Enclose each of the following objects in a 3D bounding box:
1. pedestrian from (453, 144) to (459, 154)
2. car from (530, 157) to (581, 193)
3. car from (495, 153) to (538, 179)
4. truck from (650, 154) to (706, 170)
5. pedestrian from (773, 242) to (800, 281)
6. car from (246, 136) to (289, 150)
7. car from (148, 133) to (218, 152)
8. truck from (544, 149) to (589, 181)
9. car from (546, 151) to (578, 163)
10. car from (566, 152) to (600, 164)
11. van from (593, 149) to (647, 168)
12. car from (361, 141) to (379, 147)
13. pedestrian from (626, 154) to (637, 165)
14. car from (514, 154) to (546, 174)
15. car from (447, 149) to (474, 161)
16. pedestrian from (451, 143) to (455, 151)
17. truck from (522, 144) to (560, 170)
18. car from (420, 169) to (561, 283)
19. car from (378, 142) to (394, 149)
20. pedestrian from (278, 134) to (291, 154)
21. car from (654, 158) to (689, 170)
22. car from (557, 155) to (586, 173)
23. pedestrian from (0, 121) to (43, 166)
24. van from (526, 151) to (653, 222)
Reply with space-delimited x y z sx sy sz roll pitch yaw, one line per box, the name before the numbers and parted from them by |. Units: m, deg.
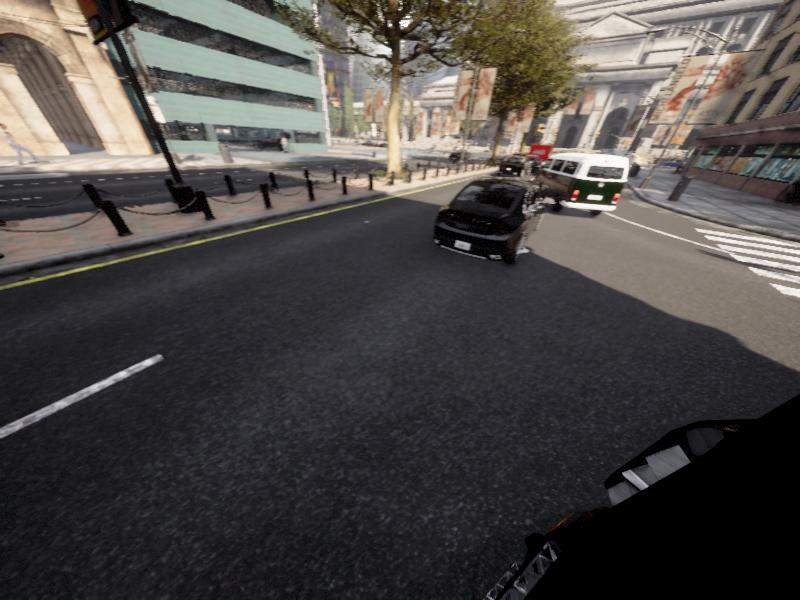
pedestrian | 13.715 -36.834 56.338 0.751 1.860 0.751 29 42 32
car | 10.547 -8.553 15.520 1.930 1.638 5.238 24 40 27
car | 10.180 -11.741 20.090 1.930 1.638 5.238 24 39 27
truck | 53.042 -26.475 44.355 6.274 2.098 2.390 24 40 27
pedestrian | 9.164 -1.249 4.637 0.751 1.860 0.751 23 40 27
car | -19.610 -23.348 34.365 2.128 1.511 4.902 23 40 27
car | -22.875 -16.681 24.557 2.161 1.482 4.786 23 40 27
truck | 15.587 -12.644 21.422 2.390 2.098 6.274 24 40 27
car | 31.944 -28.261 45.630 4.611 1.667 2.242 24 40 27
car | 36.738 -28.570 46.507 5.027 1.651 2.152 24 39 27
van | 38.333 -24.779 40.451 6.366 2.431 2.351 3 35 -1
car | -9.201 -48.510 71.795 5.357 1.411 2.033 19 38 22
pedestrian | 49.959 -30.338 49.854 0.751 1.860 0.751 -22 42 -31
car | 13.793 -14.479 24.473 1.970 1.475 3.806 24 40 27
car | 9.459 -22.503 35.775 2.033 1.411 5.357 24 40 27
pedestrian | 16.124 -46.590 70.336 0.751 1.860 0.751 27 41 31
truck | 17.550 -17.788 28.673 2.627 2.467 5.204 24 40 27
car | 2.646 -2.363 6.089 1.837 1.490 4.892 24 40 27
car | -3.870 -43.886 65.565 4.181 1.385 1.994 23 40 27
pedestrian | -13.771 -18.599 27.572 0.751 1.860 0.751 19 38 21
car | 49.990 -25.153 42.674 3.705 1.549 1.789 24 40 27
car | 20.523 -16.245 27.527 2.128 1.511 4.902 24 40 27
pedestrian | -19.404 -7.858 11.628 0.751 1.860 0.751 24 40 27
van | 7.465 -5.102 9.945 2.069 2.038 4.480 8 35 7
